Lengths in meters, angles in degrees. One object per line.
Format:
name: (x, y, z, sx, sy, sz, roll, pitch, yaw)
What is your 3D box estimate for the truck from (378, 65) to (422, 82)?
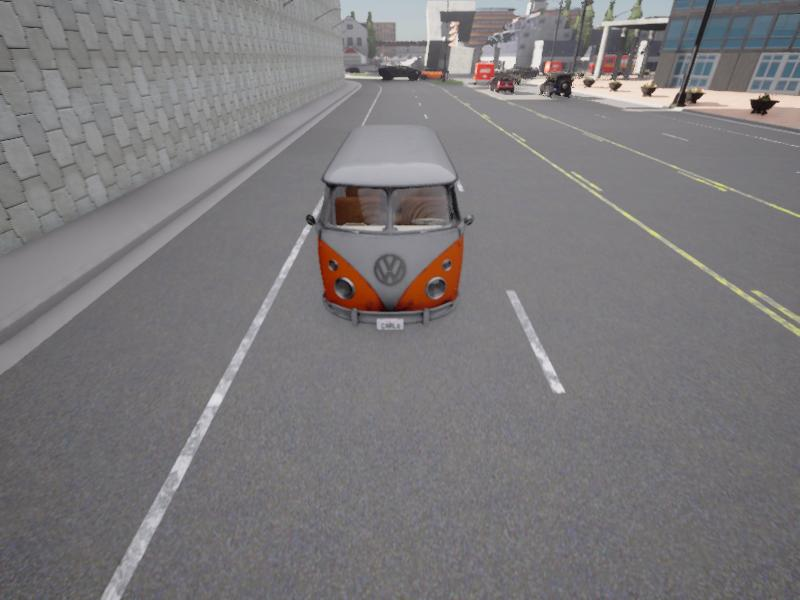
truck: (0.002, -34.485, 60.813, 6.274, 2.098, 2.390, 8, 32, 13)

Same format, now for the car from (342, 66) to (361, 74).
car: (-10.759, -50.885, 88.577, 1.816, 1.474, 4.193, 18, 35, 27)

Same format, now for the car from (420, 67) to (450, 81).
car: (5.432, -35.684, 63.104, 4.553, 1.767, 2.097, 1, 31, 1)

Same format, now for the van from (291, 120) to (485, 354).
van: (-0.118, -1.369, 6.080, 1.775, 1.987, 4.442, 0, 31, 0)

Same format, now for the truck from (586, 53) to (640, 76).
truck: (42.968, -47.691, 81.008, 8.468, 3.827, 2.891, 4, 31, 6)

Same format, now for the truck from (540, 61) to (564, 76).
truck: (29.903, -45.621, 78.895, 2.627, 2.467, 5.204, 2, 31, 3)

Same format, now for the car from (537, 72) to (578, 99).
car: (13.728, -18.865, 35.147, 1.905, 1.878, 3.866, 0, 31, 0)

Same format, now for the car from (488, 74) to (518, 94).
car: (10.209, -21.644, 40.024, 1.851, 1.617, 3.988, 0, 31, 0)

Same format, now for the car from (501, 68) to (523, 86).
car: (14.207, -28.374, 50.913, 1.932, 1.855, 4.605, 3, 31, 6)

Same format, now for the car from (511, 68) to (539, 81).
car: (21.053, -38.018, 67.402, 2.152, 1.651, 5.027, 27, 40, 37)

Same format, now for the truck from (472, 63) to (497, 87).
truck: (10.834, -29.192, 51.713, 2.627, 2.467, 5.204, 3, 32, 6)
